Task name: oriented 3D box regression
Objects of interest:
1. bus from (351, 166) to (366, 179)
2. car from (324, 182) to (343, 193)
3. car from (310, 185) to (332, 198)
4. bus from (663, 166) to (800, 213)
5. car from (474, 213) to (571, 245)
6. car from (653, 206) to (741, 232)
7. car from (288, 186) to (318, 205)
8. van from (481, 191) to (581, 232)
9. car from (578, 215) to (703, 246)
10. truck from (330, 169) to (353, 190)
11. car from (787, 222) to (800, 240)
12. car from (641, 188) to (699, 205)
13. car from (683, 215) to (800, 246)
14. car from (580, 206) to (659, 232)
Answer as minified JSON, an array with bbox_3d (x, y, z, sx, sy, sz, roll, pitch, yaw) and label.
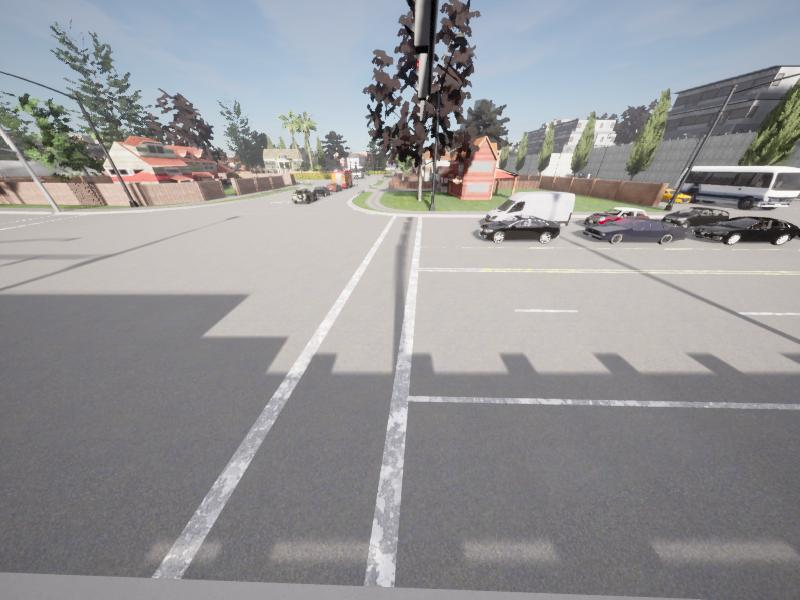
[{"bbox_3d":[-16.262,-50.128,90.969,3.944,4.253,10.273,0,30,0],"label":"bus"},{"bbox_3d":[-12.742,-21.678,44.331,2.152,1.651,5.027,0,30,0],"label":"car"},{"bbox_3d":[-12.736,-17.738,37.634,1.837,1.490,4.892,0,30,0],"label":"car"},{"bbox_3d":[39.906,-13.644,27.788,3.944,4.253,10.273,0,30,1],"label":"bus"},{"bbox_3d":[7.624,-4.622,14.901,4.902,1.511,2.128,1,30,1],"label":"car"},{"bbox_3d":[22.480,-6.238,17.652,3.705,1.549,1.789,0,30,1],"label":"car"},{"bbox_3d":[-12.702,-13.952,30.696,1.932,1.855,4.605,0,30,0],"label":"car"},{"bbox_3d":[9.682,-6.788,17.625,5.915,2.561,1.988,1,30,1],"label":"van"},{"bbox_3d":[15.016,-4.475,14.763,5.357,1.411,2.033,1,30,1],"label":"car"},{"bbox_3d":[-12.763,-27.017,51.377,2.891,3.827,8.468,0,30,0],"label":"truck"},{"bbox_3d":[28.688,-4.445,14.579,4.514,1.525,2.007,-1,30,-1],"label":"car"},{"bbox_3d":[36.335,-14.123,31.330,1.882,1.535,5.008,0,30,1],"label":"car"},{"bbox_3d":[21.824,-4.447,14.615,4.892,1.490,1.837,1,30,1],"label":"car"},{"bbox_3d":[16.668,-6.258,17.768,3.806,1.475,1.970,1,30,1],"label":"car"}]
